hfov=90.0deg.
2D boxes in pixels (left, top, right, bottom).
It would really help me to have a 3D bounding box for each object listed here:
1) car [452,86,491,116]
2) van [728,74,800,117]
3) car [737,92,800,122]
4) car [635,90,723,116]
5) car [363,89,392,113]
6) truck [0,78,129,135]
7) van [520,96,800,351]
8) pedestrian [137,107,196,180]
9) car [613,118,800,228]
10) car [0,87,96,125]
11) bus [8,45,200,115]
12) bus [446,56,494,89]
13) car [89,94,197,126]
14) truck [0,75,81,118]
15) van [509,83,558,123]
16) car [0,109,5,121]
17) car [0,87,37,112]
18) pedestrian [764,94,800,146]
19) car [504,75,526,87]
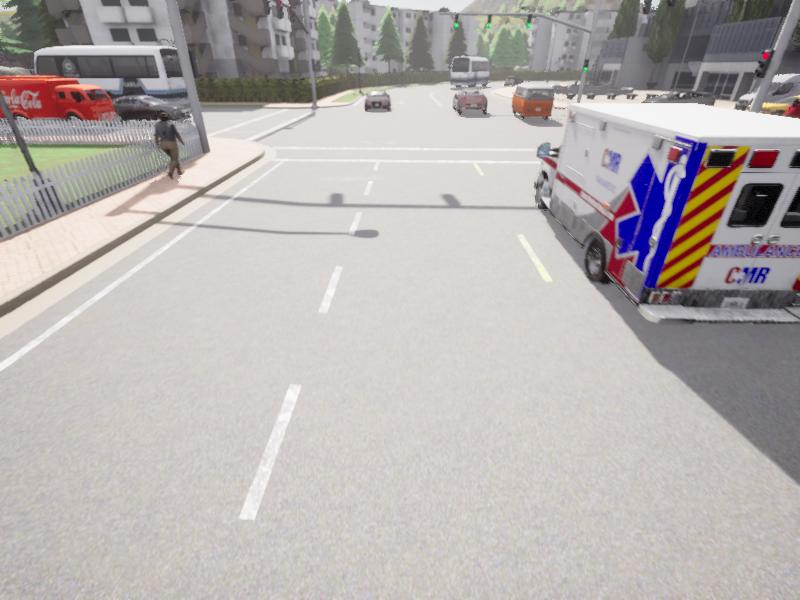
[{"bbox_3d":[5.248,-15.041,30.106,2.152,1.651,5.027,1,30,1],"label":"car"},{"bbox_3d":[27.156,-14.316,27.958,5.915,2.561,1.988,1,30,3],"label":"van"},{"bbox_3d":[25.011,-12.171,25.242,5.366,1.575,1.801,2,30,3],"label":"car"},{"bbox_3d":[19.760,-14.065,28.533,4.514,1.525,2.007,2,30,3],"label":"car"},{"bbox_3d":[-1.685,-15.711,31.501,1.994,1.385,4.181,1,30,1],"label":"car"},{"bbox_3d":[-18.001,-10.212,21.010,5.204,2.467,2.627,2,30,3],"label":"truck"},{"bbox_3d":[4.221,-2.038,7.079,2.351,2.431,6.366,1,30,1],"label":"van"},{"bbox_3d":[-6.616,-4.466,11.446,0.751,1.860,0.751,1,30,2],"label":"pedestrian"},{"bbox_3d":[7.907,-3.575,10.506,2.152,1.651,5.027,2,30,3],"label":"car"},{"bbox_3d":[-21.423,-11.824,24.338,3.866,1.878,1.905,1,30,3],"label":"car"},{"bbox_3d":[-21.373,-16.321,29.689,10.273,4.253,3.944,2,30,3],"label":"bus"},{"bbox_3d":[11.370,-36.446,64.097,3.944,4.253,10.273,15,33,25],"label":"bus"},{"bbox_3d":[-15.357,-11.495,24.153,4.902,1.511,2.128,2,30,3],"label":"car"},{"bbox_3d":[-25.873,-13.965,27.427,5.204,2.467,2.627,2,30,3],"label":"truck"},{"bbox_3d":[8.620,-13.048,26.339,1.775,1.987,4.442,1,30,2],"label":"van"},{"bbox_3d":[-27.890,-11.746,24.794,4.718,1.301,1.895,2,30,3],"label":"car"},{"bbox_3d":[-31.777,-15.514,30.955,5.366,1.575,1.801,2,30,3],"label":"car"},{"bbox_3d":[15.916,-7.309,16.302,0.751,1.860,0.751,-2,30,-3],"label":"pedestrian"},{"bbox_3d":[19.895,-37.903,69.206,1.851,1.617,3.988,25,39,36],"label":"car"}]
